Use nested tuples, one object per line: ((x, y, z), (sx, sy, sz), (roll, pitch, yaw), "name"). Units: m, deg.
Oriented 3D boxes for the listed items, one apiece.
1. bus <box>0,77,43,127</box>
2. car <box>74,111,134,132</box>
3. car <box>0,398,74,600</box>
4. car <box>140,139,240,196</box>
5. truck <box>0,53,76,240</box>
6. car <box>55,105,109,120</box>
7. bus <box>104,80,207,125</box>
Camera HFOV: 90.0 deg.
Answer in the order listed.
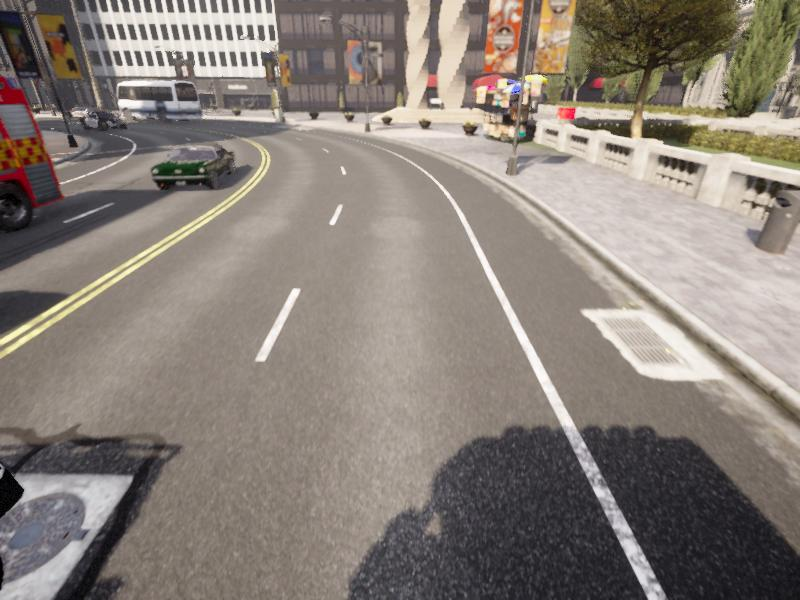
((-43.118, -19.800, 40.037), (10.273, 4.253, 3.944), (2, 27, 4), "bus")
((-26.513, -16.037, 35.844), (4.974, 1.542, 2.038), (15, 31, 27), "car")
((-3.506, 1.991, 0.659), (1.932, 1.855, 4.605), (0, 27, 0), "car")
((-7.638, -5.155, 15.135), (1.895, 1.301, 4.718), (-4, 28, -8), "car")
((-10.560, -2.281, 6.763), (2.891, 3.827, 8.468), (-1, 27, -2), "truck")
((-39.466, -23.294, 49.756), (4.974, 1.542, 2.038), (3, 27, 6), "car")
((-28.145, -22.919, 46.240), (10.273, 4.253, 3.944), (12, 29, 20), "bus")
